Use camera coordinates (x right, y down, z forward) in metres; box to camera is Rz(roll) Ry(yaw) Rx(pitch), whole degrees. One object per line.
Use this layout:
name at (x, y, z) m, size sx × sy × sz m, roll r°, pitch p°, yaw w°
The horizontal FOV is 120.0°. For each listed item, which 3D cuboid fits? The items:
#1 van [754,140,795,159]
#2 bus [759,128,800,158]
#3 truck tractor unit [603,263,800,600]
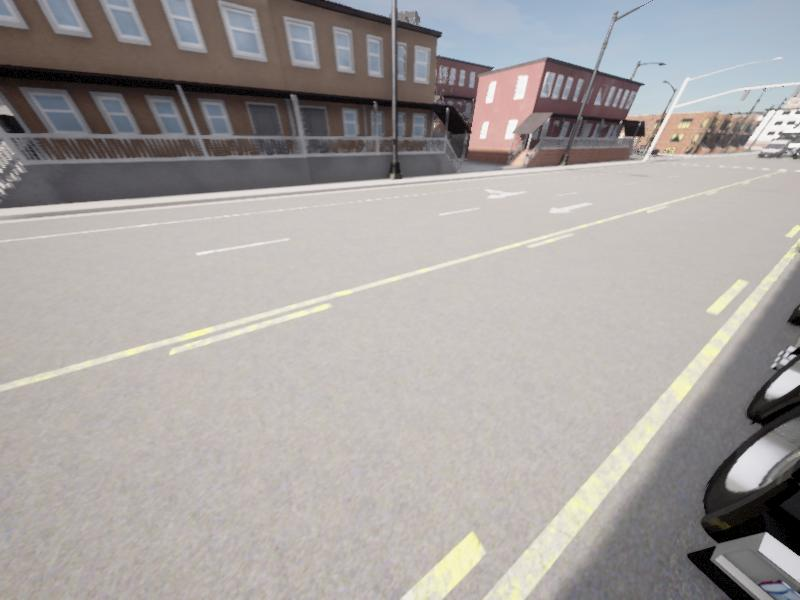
van at (62.945, -25.338, 38.817) m, size 5.915 × 2.561 × 1.988 m, roll -18°, pitch 39°, yaw -24°
bus at (73.259, -29.295, 43.138) m, size 10.273 × 4.253 × 3.944 m, roll -18°, pitch 39°, yaw -24°
truck tractor unit at (5.106, -0.303, 0.796) m, size 6.516 × 4.208 × 3.053 m, roll -18°, pitch 39°, yaw -24°
